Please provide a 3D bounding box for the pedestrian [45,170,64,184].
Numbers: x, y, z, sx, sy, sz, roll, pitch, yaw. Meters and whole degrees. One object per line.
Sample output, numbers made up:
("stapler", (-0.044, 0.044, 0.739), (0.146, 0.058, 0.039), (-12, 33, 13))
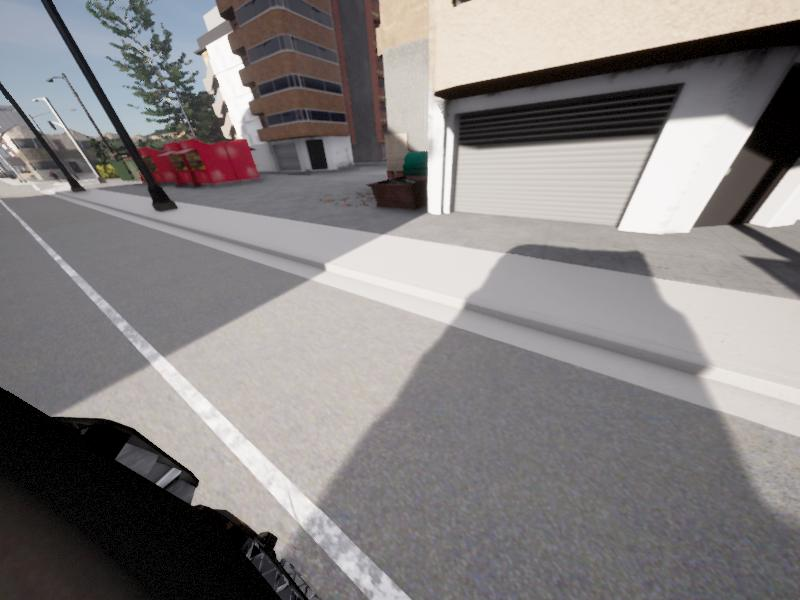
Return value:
("pedestrian", (-55.967, -19.974, 37.450), (0.751, 1.860, 0.751), (12, 36, 23))
